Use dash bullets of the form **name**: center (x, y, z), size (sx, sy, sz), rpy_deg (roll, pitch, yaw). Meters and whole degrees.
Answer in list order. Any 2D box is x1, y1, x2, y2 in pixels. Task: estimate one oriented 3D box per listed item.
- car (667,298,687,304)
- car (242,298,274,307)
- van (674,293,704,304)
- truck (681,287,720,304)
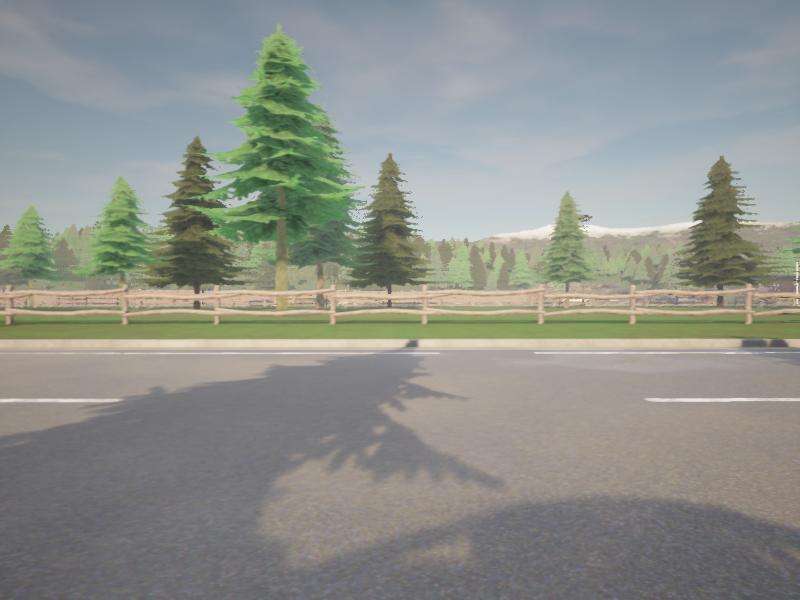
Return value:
- **car**: center (63.076, 0.226, 91.184), size (1.970, 1.475, 3.806), rpy_deg (0, 0, 0)
- **car**: center (-21.148, 0.332, 59.721), size (4.181, 1.385, 1.994), rpy_deg (0, 0, 0)
- **van**: center (66.582, -0.301, 92.387), size (2.351, 2.431, 6.366), rpy_deg (0, 0, 0)
- **truck**: center (70.086, -1.003, 93.495), size (2.891, 3.827, 8.468), rpy_deg (0, 0, 0)
